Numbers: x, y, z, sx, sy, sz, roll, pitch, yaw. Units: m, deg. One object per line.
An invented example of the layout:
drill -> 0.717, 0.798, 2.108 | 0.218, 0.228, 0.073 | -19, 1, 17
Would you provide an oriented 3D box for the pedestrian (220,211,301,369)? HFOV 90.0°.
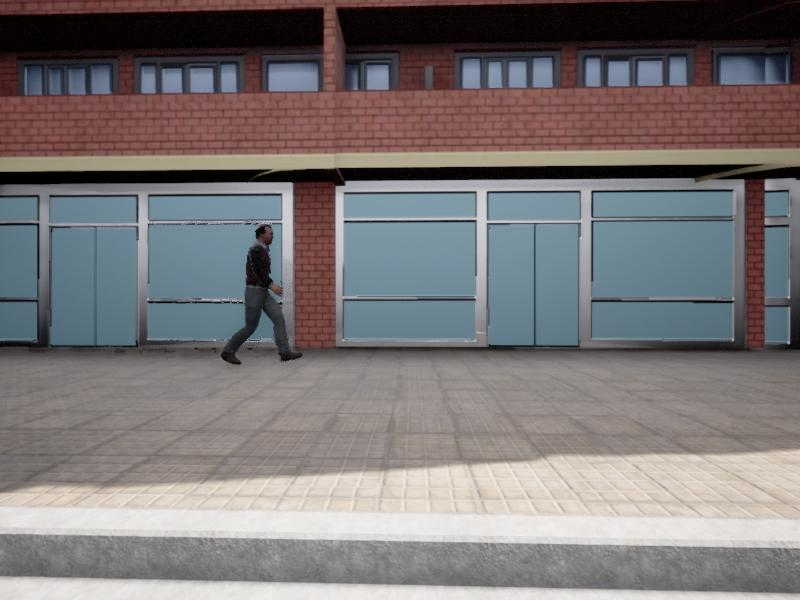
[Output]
pedestrian -> -1.737, -0.115, 5.088 | 0.751, 1.860, 0.751 | 0, 0, 2
